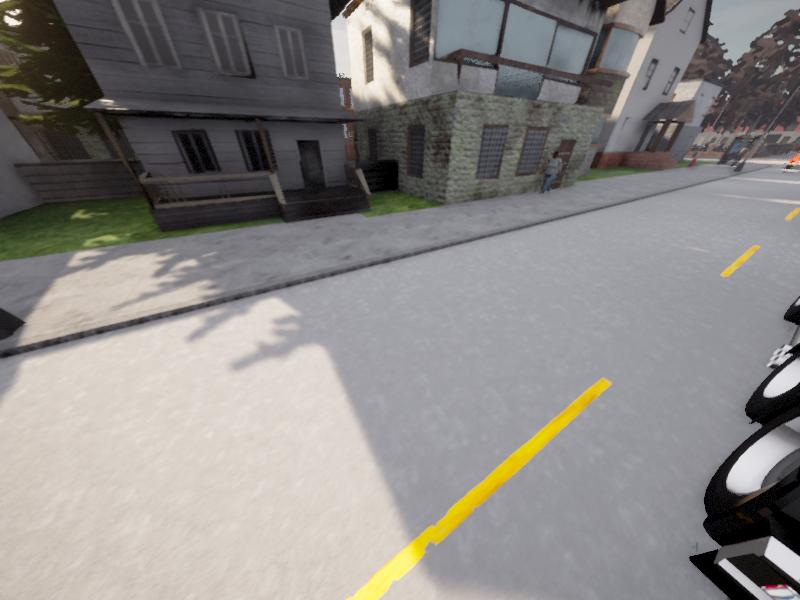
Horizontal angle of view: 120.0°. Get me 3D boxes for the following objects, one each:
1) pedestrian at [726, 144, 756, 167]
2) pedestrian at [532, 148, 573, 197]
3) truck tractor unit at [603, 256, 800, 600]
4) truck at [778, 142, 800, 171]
[{"bbox_3d":[33.997,-14.407,23.059,0.751,1.860,0.751,-15,38,-21],"label":"pedestrian"},{"bbox_3d":[6.922,-5.820,10.556,0.751,1.860,0.751,-19,39,-25],"label":"pedestrian"},{"bbox_3d":[5.102,-0.306,0.813,6.516,4.208,3.053,-18,39,-25],"label":"truck tractor unit"},{"bbox_3d":[39.407,-13.668,21.761,5.204,2.467,2.627,-17,39,-25],"label":"truck"}]
